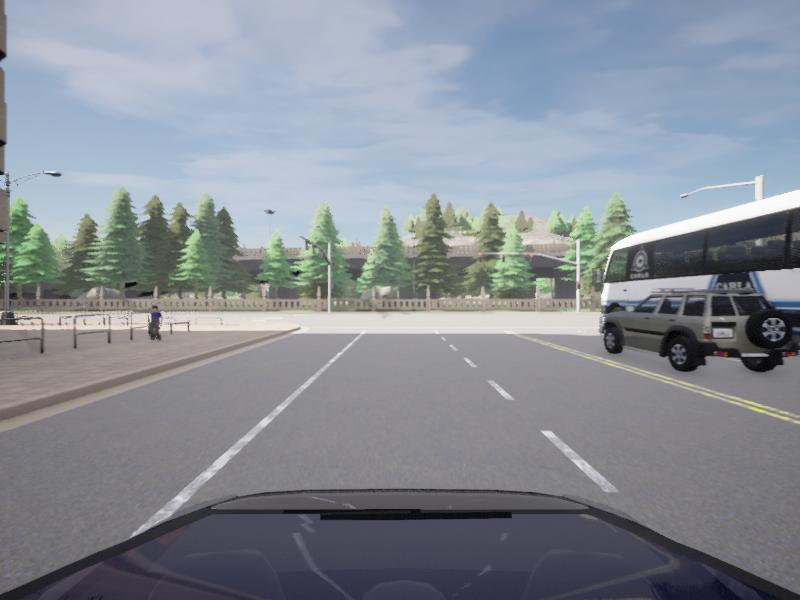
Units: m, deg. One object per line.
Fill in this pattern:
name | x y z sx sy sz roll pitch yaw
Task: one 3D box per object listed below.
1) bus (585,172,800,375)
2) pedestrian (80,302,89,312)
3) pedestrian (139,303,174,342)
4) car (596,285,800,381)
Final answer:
bus | 10.383 -0.557 13.087 3.944 4.253 10.273 0 0 0
pedestrian | -32.951 0.740 41.770 0.500 1.100 0.500 0 0 2
pedestrian | -8.305 0.744 13.668 0.751 1.300 0.751 0 0 1
car | 7.004 0.634 10.047 1.932 1.855 4.605 0 0 0
